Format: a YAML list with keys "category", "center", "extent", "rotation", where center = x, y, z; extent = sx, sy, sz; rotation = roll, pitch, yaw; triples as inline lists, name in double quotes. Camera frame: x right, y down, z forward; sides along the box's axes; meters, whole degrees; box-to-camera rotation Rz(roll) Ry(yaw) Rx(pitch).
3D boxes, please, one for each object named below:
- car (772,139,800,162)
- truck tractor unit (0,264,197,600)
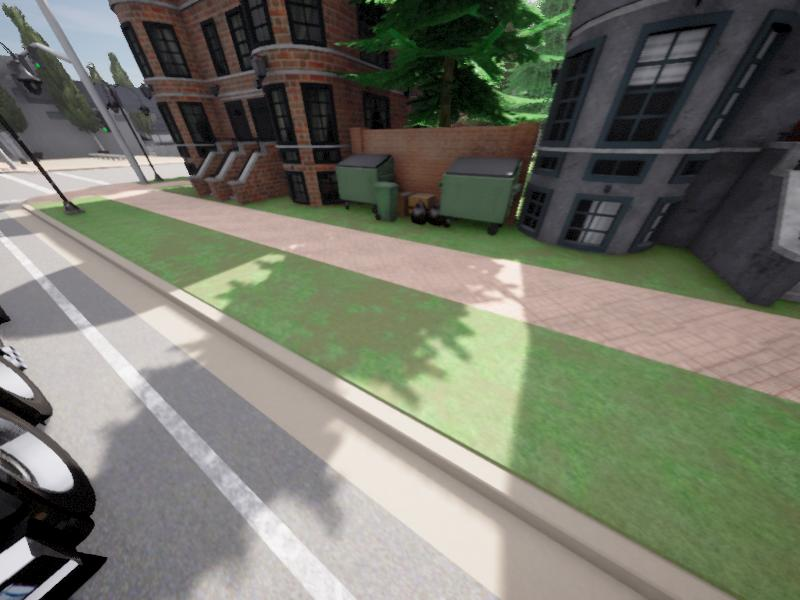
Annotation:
- category: "car"
  center: [44.233, -15.842, 24.536]
  extent: [2.150, 2.045, 5.566]
  rotation: [14, 37, 19]
- category: "truck tractor unit"
  center: [-5.118, -0.291, 0.791]
  extent: [6.516, 4.208, 3.053]
  rotation: [18, 39, 24]
